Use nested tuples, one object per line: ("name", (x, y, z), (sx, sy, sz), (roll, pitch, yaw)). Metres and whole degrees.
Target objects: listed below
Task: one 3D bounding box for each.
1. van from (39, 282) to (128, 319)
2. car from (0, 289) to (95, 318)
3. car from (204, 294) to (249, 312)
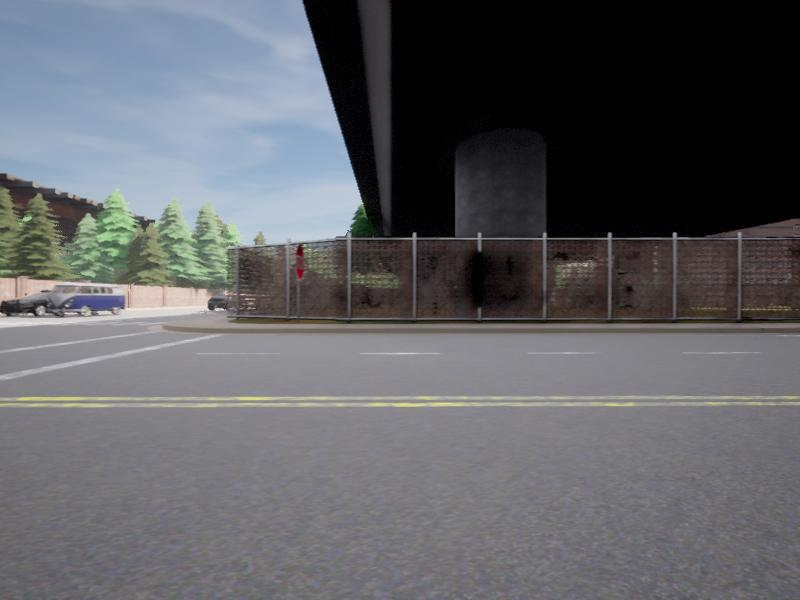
("van", (-18.677, 0.003, 23.899), (1.775, 1.987, 4.442), (0, 0, 0))
("car", (-22.173, 0.180, 25.202), (1.930, 1.638, 5.238), (0, 0, 0))
("car", (-15.147, 0.250, 35.321), (1.837, 1.490, 4.892), (0, 0, 0))
